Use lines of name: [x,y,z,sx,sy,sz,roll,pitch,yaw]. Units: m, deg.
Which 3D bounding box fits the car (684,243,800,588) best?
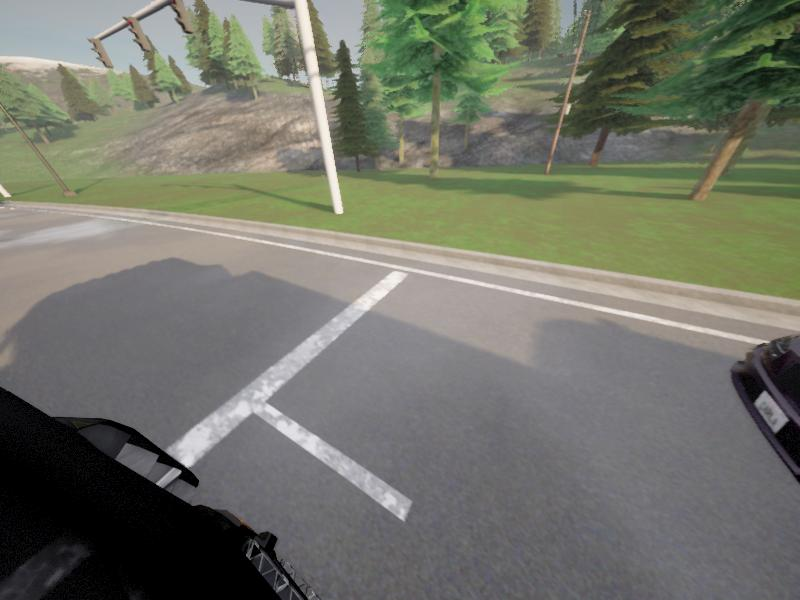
car: [4.504,1.102,0.616,4.193,1.474,1.816,16,38,26]
